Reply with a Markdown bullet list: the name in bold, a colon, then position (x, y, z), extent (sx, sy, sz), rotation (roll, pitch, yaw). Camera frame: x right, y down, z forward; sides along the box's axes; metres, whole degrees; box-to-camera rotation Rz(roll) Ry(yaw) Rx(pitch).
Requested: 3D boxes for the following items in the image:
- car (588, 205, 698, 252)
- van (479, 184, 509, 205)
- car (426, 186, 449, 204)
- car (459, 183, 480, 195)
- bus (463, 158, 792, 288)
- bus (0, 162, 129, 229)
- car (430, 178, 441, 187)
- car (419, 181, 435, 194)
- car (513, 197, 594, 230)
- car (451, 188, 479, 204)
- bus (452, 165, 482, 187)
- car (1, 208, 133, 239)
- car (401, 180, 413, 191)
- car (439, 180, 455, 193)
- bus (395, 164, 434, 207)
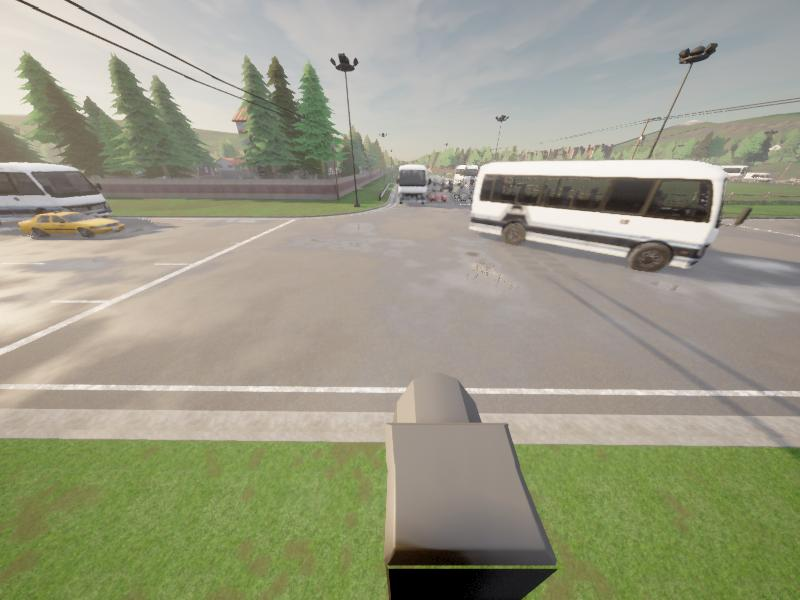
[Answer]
- **car**: position (13.822, -4.332, 13.617), extent (3.866, 1.878, 1.905), rotation (19, 35, 30)
- **van**: position (11.880, -13.572, 29.526), extent (1.775, 1.987, 4.442), rotation (-1, 30, -1)
- **car**: position (4.839, -13.963, 30.519), extent (2.242, 1.667, 4.611), rotation (0, 30, -1)
- **car**: position (11.828, -19.265, 39.861), extent (2.128, 1.511, 4.902), rotation (0, 30, 0)
- **bus**: position (9.135, -4.838, 12.127), extent (10.273, 4.253, 3.944), rotation (26, 40, 37)
- **bus**: position (-29.156, -8.070, 17.733), extent (10.273, 4.253, 3.944), rotation (0, 30, 1)
- **car**: position (8.402, -28.216, 55.339), extent (1.882, 1.535, 5.008), rotation (0, 30, 0)
- **car**: position (4.805, -20.381, 41.683), extent (2.152, 1.651, 5.027), rotation (0, 30, 0)
- **car**: position (12.116, -7.083, 18.605), extent (2.242, 1.667, 4.611), rotation (-21, 36, -31)
- **car**: position (8.368, -13.739, 30.322), extent (2.163, 1.488, 4.792), rotation (-1, 30, -1)
- **bus**: position (15.522, -29.272, 54.469), extent (3.944, 4.253, 10.273), rotation (0, 29, 0)
- **car**: position (-21.555, -5.060, 15.189), extent (5.366, 1.575, 1.801), rotation (0, 30, 1)
- **car**: position (1.350, -22.101, 44.618), extent (2.242, 1.667, 4.611), rotation (0, 30, 0)
- **car**: position (8.334, -20.345, 41.353), extent (1.905, 1.878, 3.866), rotation (0, 30, 0)
- **bus**: position (1.433, -14.931, 29.615), extent (3.944, 4.253, 10.273), rotation (-1, 30, -1)
